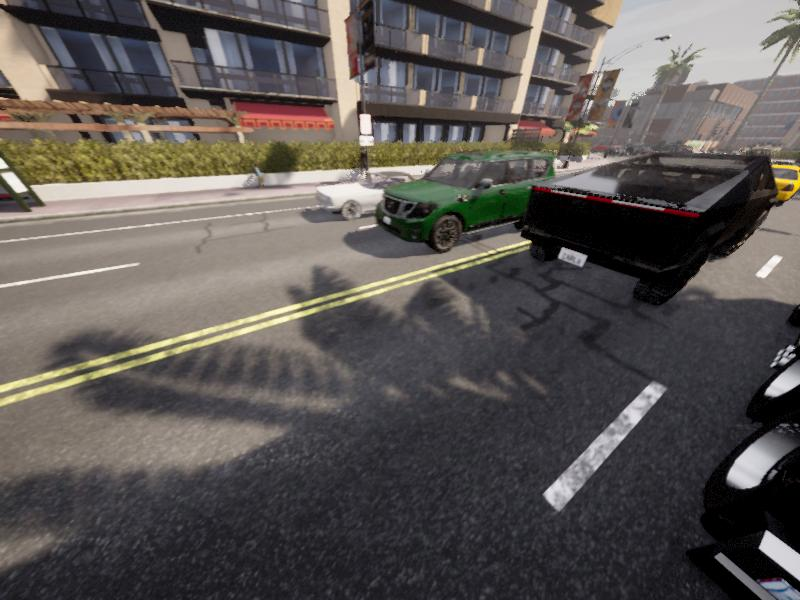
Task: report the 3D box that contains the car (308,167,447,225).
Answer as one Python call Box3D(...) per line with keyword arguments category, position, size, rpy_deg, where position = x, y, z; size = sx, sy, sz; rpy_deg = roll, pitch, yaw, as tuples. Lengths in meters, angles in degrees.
Box3D(category="car", position=(-0.741, -4.119, 8.804), size=(4.718, 1.301, 1.895), rpy_deg=(-18, 39, -25))

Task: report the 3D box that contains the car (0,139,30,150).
Box3D(category="car", position=(-80.527, -32.330, 48.047), size=(1.905, 1.878, 3.866), rpy_deg=(-18, 39, -25))

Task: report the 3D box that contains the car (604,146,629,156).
Box3D(category="car", position=(41.520, -28.648, 44.398), size=(1.970, 1.475, 3.806), rpy_deg=(9, 36, 12))

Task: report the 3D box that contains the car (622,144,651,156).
Box3D(category="car", position=(45.072, -28.707, 44.155), size=(1.905, 1.878, 3.866), rpy_deg=(9, 36, 11))

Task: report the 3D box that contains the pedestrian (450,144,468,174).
Box3D(category="pedestrian", position=(4.396, -10.539, 17.294), size=(0.751, 1.860, 0.751), rpy_deg=(-18, 39, -25))

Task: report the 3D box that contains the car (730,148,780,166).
Box3D(category="car", position=(43.993, -17.849, 28.769), size=(1.851, 1.617, 3.988), rpy_deg=(21, 40, 27))

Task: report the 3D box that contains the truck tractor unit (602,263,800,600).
Box3D(category="truck tractor unit", position=(5.113, -0.296, 0.789), size=(6.516, 4.208, 3.053), rpy_deg=(-18, 39, -24))

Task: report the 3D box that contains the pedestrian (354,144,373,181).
Box3D(category="pedestrian", position=(-2.207, -8.306, 14.010), size=(0.751, 1.860, 0.751), rpy_deg=(-16, 38, -22))

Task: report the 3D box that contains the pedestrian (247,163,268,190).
Box3D(category="pedestrian", position=(-7.165, -6.217, 11.617), size=(0.500, 1.100, 0.500), rpy_deg=(-25, 42, -32))

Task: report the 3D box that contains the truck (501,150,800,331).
Box3D(category="truck", position=(5.548, -1.874, 4.935), size=(6.274, 2.098, 2.390), rpy_deg=(-18, 39, -24))

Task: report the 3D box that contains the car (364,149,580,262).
Box3D(category="car", position=(2.073, -3.024, 6.599), size=(5.566, 2.045, 2.150), rpy_deg=(-19, 39, -25))

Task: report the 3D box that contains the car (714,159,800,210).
Box3D(category="car", position=(17.369, -5.591, 10.867), size=(5.366, 1.575, 1.801), rpy_deg=(-20, 39, -26))

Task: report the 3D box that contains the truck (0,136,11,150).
Box3D(category="truck", position=(-83.886, -31.916, 46.887), size=(2.627, 2.467, 5.204), rpy_deg=(-18, 39, -25))
